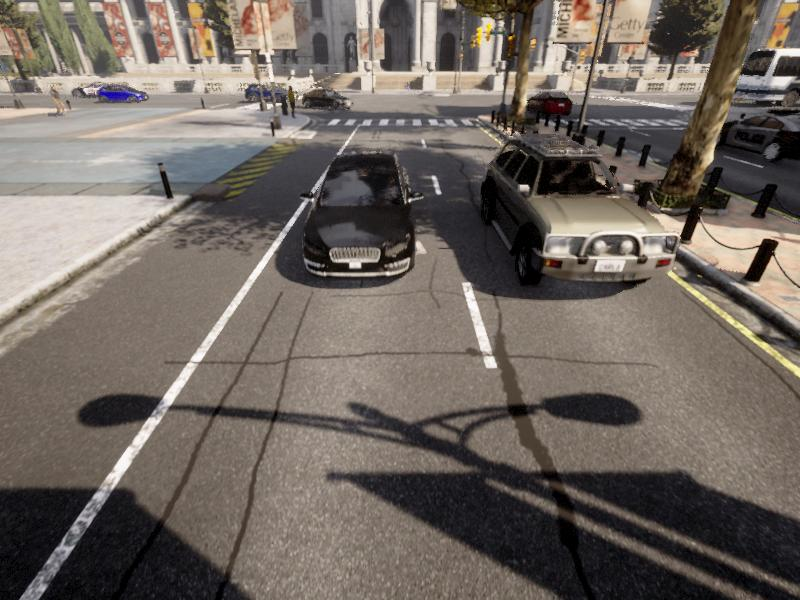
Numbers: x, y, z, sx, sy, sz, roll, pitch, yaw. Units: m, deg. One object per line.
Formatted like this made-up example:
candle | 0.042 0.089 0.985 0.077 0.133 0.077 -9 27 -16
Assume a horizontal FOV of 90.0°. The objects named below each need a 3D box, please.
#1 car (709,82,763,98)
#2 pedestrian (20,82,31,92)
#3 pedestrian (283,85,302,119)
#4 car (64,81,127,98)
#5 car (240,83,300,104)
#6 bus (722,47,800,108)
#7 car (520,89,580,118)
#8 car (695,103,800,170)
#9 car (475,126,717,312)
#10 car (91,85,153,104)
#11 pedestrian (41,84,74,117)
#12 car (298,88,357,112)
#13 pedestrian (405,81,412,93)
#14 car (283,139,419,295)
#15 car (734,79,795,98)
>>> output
car | 36.530 -22.877 43.620 3.806 1.475 1.970 0 30 0
pedestrian | -47.079 -26.762 50.302 0.500 1.100 0.500 2 30 3
pedestrian | -6.684 -12.309 24.848 0.751 1.860 0.751 -1 30 -1
car | -33.314 -23.052 43.827 4.974 1.542 2.038 0 30 0
car | -12.177 -19.510 37.738 4.856 1.649 2.033 0 30 0
bus | 34.738 -18.825 33.975 10.273 4.253 3.944 0 30 0
car | 10.618 -14.188 28.790 2.163 1.488 4.792 -2 30 -4
car | 14.284 -6.467 15.431 1.930 1.638 5.238 0 31 0
car | 2.810 -1.817 7.240 1.932 1.855 4.605 0 31 -1
car | -26.209 -19.471 37.821 4.193 1.474 1.816 0 30 0
pedestrian | -21.879 -12.735 25.574 0.751 1.860 0.751 5 31 8
car | -5.821 -16.092 32.079 4.674 1.442 1.812 20 36 31
pedestrian | 1.048 -25.867 48.584 0.751 1.300 0.751 1 30 2
car | -0.686 -1.971 7.884 1.837 1.490 4.892 0 31 -1
car | 36.724 -21.394 40.435 3.988 1.617 1.851 0 30 0
